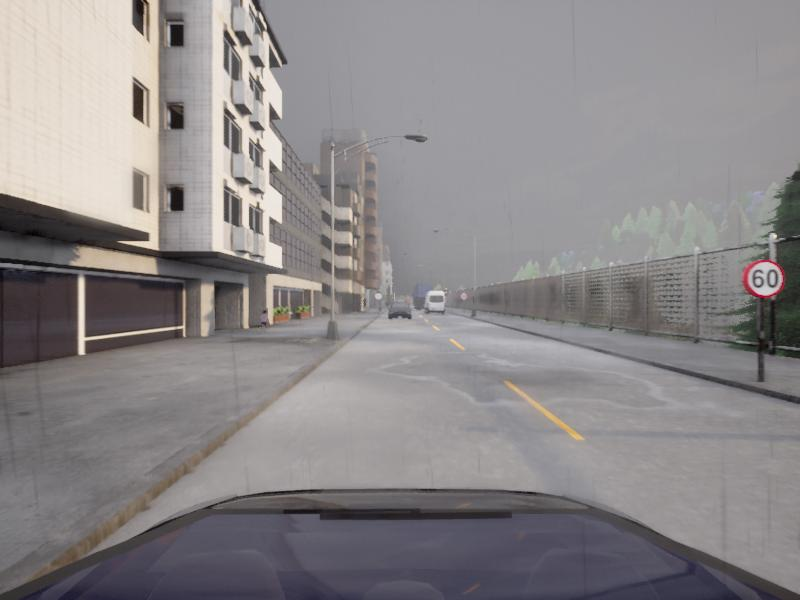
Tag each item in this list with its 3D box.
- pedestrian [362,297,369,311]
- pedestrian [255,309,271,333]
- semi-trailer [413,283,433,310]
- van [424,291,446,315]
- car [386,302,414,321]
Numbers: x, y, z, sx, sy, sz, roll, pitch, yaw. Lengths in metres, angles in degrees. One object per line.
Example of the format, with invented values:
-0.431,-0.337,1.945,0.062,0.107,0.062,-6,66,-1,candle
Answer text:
-4.606,0.543,52.947,0.751,1.860,0.751,0,0,11,pedestrian
-6.248,0.945,18.288,0.500,1.100,0.500,0,0,11,pedestrian
4.005,-0.595,71.633,2.717,4.402,14.254,0,0,0,semi-trailer
4.005,0.339,46.635,1.988,2.561,5.915,0,0,0,van
-0.001,0.906,32.724,2.033,1.411,5.357,0,0,0,car
